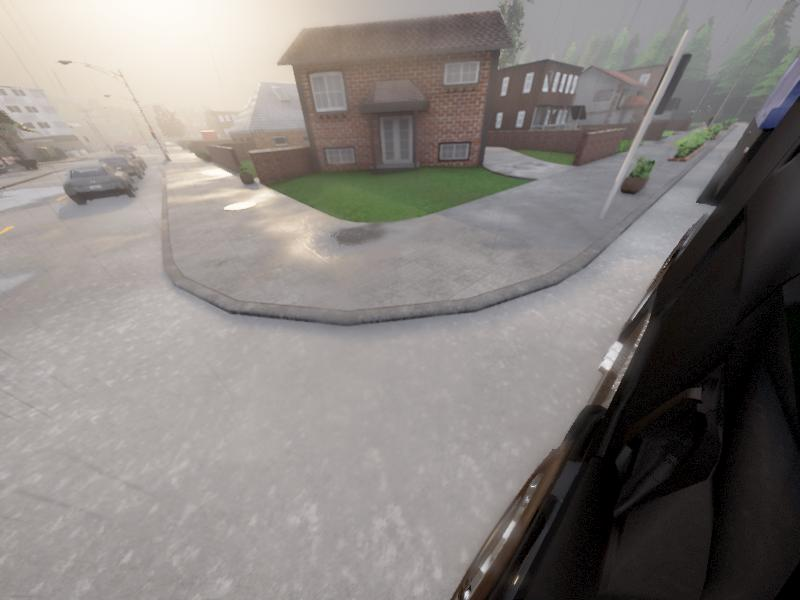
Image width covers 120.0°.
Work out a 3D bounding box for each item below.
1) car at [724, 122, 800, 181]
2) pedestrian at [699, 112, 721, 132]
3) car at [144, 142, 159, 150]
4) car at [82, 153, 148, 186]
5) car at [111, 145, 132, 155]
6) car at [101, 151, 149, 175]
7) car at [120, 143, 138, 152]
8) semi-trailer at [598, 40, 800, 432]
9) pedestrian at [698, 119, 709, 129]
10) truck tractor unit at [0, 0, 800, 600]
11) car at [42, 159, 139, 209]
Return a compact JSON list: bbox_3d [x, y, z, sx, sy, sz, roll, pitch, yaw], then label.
[{"bbox_3d":[16.176,-6.508,9.872,5.238,1.638,1.930,-28,44,-30],"label":"car"},{"bbox_3d":[37.402,-21.407,27.871,0.751,1.860,0.751,-29,44,-30],"label":"pedestrian"},{"bbox_3d":[-65.641,-40.749,61.104,2.152,1.651,5.027,-28,44,-30],"label":"car"},{"bbox_3d":[-19.379,-9.189,16.009,2.033,1.411,5.357,-29,44,-30],"label":"car"},{"bbox_3d":[-54.877,-29.672,45.613,1.994,1.385,4.181,-28,44,-30],"label":"car"},{"bbox_3d":[-24.003,-12.159,20.348,1.895,1.301,4.718,-27,43,-29],"label":"car"},{"bbox_3d":[-64.810,-36.561,55.227,1.930,1.638,5.238,-28,44,-30],"label":"car"},{"bbox_3d":[8.688,-3.624,4.221,14.254,4.402,2.717,-28,44,-30],"label":"semi-trailer"},{"bbox_3d":[44.183,-25.612,33.643,0.500,1.100,0.500,-28,44,-30],"label":"pedestrian"},{"bbox_3d":[2.645,-0.295,0.351,6.516,4.208,3.053,-28,44,-30],"label":"truck tractor unit"},{"bbox_3d":[-14.324,-5.682,11.030,1.994,1.385,4.181,-30,45,-32],"label":"car"}]
